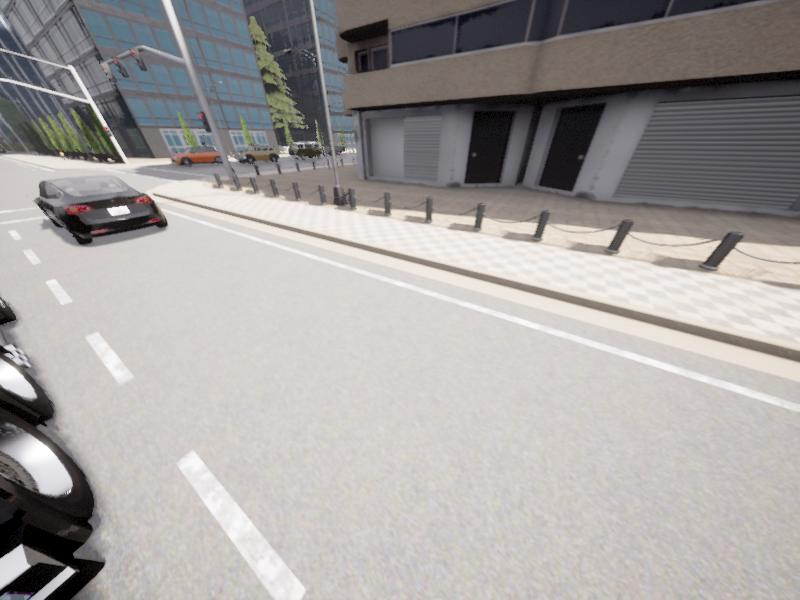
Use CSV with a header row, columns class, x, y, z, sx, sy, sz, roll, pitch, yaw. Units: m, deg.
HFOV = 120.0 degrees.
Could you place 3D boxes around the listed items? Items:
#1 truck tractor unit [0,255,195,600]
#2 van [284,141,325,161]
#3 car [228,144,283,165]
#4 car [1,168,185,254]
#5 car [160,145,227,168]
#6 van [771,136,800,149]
class,x,y,z,sx,sy,sz,roll,pitch,yaw
truck tractor unit,-5.094,-0.318,0.802,6.516,4.208,3.053,19,39,25
van,-12.711,-20.044,31.032,2.069,2.038,4.480,19,39,26
car,-16.297,-16.671,26.356,1.932,1.855,4.605,19,39,26
car,-9.302,-2.969,7.049,4.792,1.488,2.163,19,39,26
car,-21.769,-15.393,24.637,2.097,1.767,4.553,20,40,26
van,94.100,-37.907,55.594,2.351,2.431,6.366,20,40,26
